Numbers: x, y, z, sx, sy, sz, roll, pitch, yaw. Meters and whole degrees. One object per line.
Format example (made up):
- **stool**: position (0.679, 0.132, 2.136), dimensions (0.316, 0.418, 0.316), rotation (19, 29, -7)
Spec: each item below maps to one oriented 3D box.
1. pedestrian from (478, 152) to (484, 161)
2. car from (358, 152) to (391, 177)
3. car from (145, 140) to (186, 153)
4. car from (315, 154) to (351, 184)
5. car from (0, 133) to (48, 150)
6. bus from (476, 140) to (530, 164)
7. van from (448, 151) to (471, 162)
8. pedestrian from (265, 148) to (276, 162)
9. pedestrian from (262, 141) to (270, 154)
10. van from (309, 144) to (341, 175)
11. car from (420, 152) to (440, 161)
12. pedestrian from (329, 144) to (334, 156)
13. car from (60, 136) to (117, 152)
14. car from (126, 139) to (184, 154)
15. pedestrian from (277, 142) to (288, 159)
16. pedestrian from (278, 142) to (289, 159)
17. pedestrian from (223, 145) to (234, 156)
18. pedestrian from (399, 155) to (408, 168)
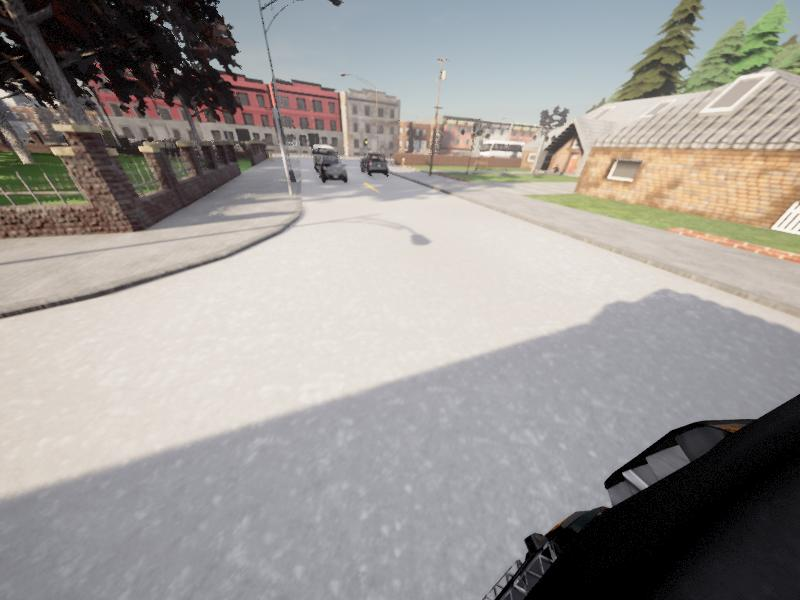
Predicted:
- **pedestrian**: position (20.439, -36.002, 58.016), dimensions (0.751, 1.860, 0.751), rotation (-8, 35, -15)
- **car**: position (-2.340, -11.991, 20.416), dimensions (1.851, 1.617, 3.988), rotation (-9, 35, -18)
- **car**: position (-34.961, -23.039, 34.628), dimensions (3.633, 1.501, 1.845), rotation (-9, 35, -17)
- **car**: position (-4.645, -9.024, 15.834), dimensions (1.845, 1.501, 3.633), rotation (-9, 35, -18)
- **car**: position (-46.444, -18.839, 27.413), dimensions (4.514, 1.525, 2.007), rotation (-9, 35, -18)
- **bus**: position (23.273, -33.537, 52.437), dimensions (10.273, 4.253, 3.944), rotation (-9, 35, -17)
- **van**: position (12.828, -30.972, 49.871), dimensions (4.442, 1.987, 1.775), rotation (-9, 35, -17)
- **pedestrian**: position (-15.125, -17.012, 27.049), dimensions (0.751, 1.300, 0.751), rotation (-9, 35, -18)
- **pedestrian**: position (-24.580, -28.007, 42.393), dimensions (0.751, 1.860, 0.751), rotation (-3, 34, -9)
- **van**: position (-6.711, -12.544, 20.520), dimensions (2.069, 2.038, 4.480), rotation (-9, 35, -17)
- **car**: position (6.175, -29.704, 47.859), dimensions (3.633, 1.501, 1.845), rotation (-9, 35, -18)
- **pedestrian**: position (-13.384, -29.257, 45.143), dimensions (0.751, 1.860, 0.751), rotation (-12, 36, -21)
- **car**: position (-39.677, -19.945, 29.579), dimensions (3.705, 1.549, 1.789), rotation (-9, 35, -18)
- **car**: position (-33.343, -20.945, 31.630), dimensions (4.892, 1.490, 1.837), rotation (-10, 36, -18)
- **pedestrian**: position (-16.065, -20.467, 31.681), dimensions (0.751, 1.860, 0.751), rotation (1, 34, -2)
- **pedestrian**: position (-16.270, -20.801, 32.169), dimensions (0.751, 1.860, 0.751), rotation (4, 34, 1)
- **pedestrian**: position (-23.619, -20.600, 31.805), dimensions (0.751, 1.300, 0.751), rotation (-19, 39, -29)
- **pedestrian**: position (0.419, -16.011, 26.723), dimensions (0.751, 1.300, 0.751), rotation (-8, 35, -16)
